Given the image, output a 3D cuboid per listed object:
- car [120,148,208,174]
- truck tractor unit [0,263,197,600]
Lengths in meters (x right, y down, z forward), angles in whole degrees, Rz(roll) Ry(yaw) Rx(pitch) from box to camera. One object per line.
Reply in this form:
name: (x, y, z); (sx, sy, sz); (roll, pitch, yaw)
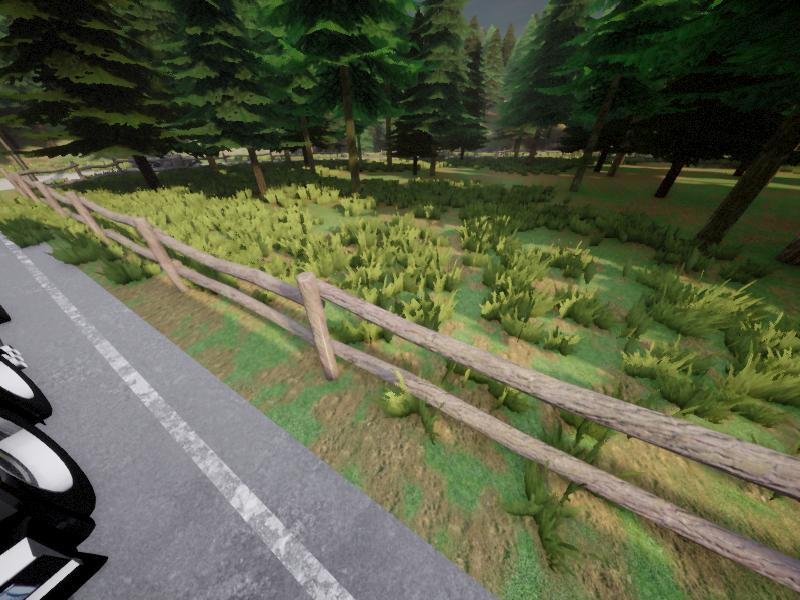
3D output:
car: (-21.491, -12.950, 21.363); (2.152, 1.651, 5.027); (17, 39, 24)
truck tractor unit: (-5.110, -0.302, 0.782); (6.516, 4.208, 3.053); (18, 39, 24)
